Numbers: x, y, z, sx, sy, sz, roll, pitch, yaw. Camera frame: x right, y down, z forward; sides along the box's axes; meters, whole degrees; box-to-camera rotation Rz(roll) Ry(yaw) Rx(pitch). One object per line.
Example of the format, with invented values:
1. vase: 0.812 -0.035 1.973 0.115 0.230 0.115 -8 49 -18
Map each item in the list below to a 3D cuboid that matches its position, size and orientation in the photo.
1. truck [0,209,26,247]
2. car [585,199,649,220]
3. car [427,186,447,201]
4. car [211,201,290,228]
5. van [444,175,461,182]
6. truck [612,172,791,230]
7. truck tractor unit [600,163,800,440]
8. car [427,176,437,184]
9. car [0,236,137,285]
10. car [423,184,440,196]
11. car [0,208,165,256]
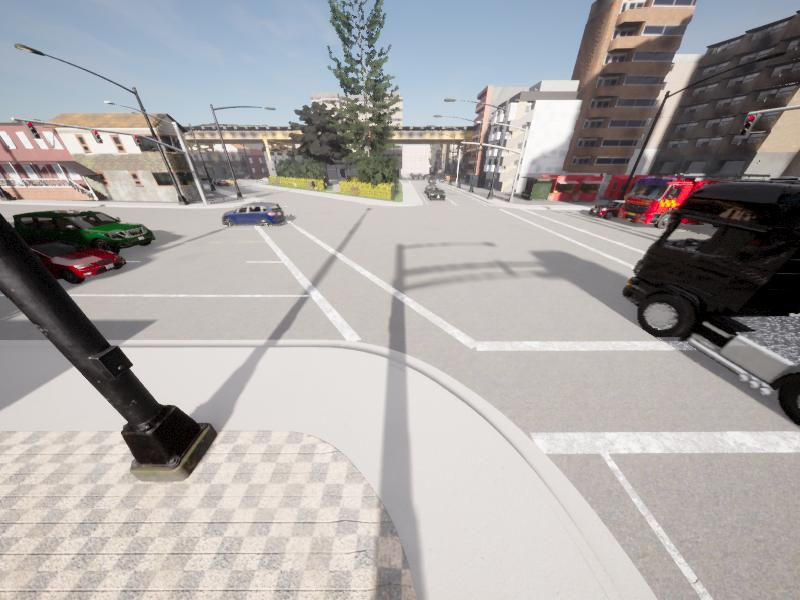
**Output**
1. truck: -27.438 -4.591 12.104 8.468 3.827 2.891 1 30 -1
2. car: 20.444 -8.612 21.937 3.806 1.475 1.970 0 30 0
3. car: 5.324 -15.635 33.769 2.152 1.651 5.027 0 30 1
4. car: -11.880 -6.957 18.650 4.611 1.667 2.242 1 30 2
5. van: 16.113 -37.472 71.225 4.442 1.987 1.775 0 30 0
6. truck: 23.136 -7.864 18.354 8.468 3.827 2.891 0 30 -1
7. truck tractor unit: 8.490 0.041 4.035 3.053 4.208 6.516 -1 30 -2
8. car: 8.799 -33.508 64.457 1.905 1.878 3.866 -2 30 -3
9. car: -14.448 -1.704 9.698 4.193 1.474 1.816 0 30 0
10. car: 5.369 -19.041 39.809 2.163 1.488 4.792 0 30 0
11. car: -17.093 -3.729 12.607 5.566 2.045 2.150 0 30 0
